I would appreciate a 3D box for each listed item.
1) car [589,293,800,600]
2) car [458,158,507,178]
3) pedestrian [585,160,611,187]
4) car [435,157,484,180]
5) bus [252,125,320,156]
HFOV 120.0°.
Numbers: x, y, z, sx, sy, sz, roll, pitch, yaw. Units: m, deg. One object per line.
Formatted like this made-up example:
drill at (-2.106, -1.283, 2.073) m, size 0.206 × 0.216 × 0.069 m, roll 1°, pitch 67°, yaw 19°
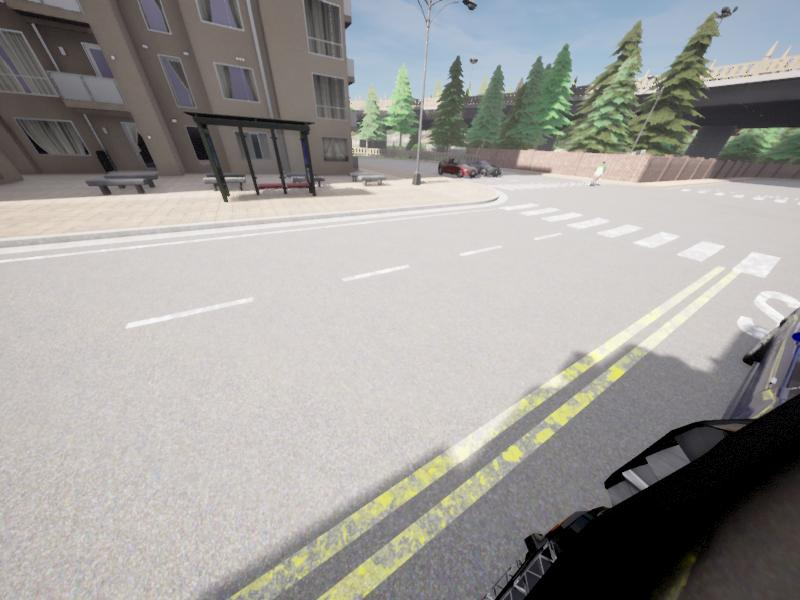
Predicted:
car at (3.723, 1.077, 1.439) m, size 4.718 × 1.301 × 1.895 m, roll -16°, pitch 38°, yaw -26°
car at (8.124, -13.271, 23.218) m, size 1.994 × 1.385 × 4.181 m, roll -17°, pitch 38°, yaw -27°
pedestrian at (16.385, -10.451, 19.119) m, size 0.751 × 1.860 × 0.751 m, roll -16°, pitch 38°, yaw -25°
car at (5.322, -12.251, 21.371) m, size 1.816 × 1.474 × 4.193 m, roll -16°, pitch 38°, yaw -26°
bus at (-21.159, -30.053, 43.625) m, size 10.273 × 4.253 × 3.944 m, roll 4°, pitch 33°, yaw 2°
